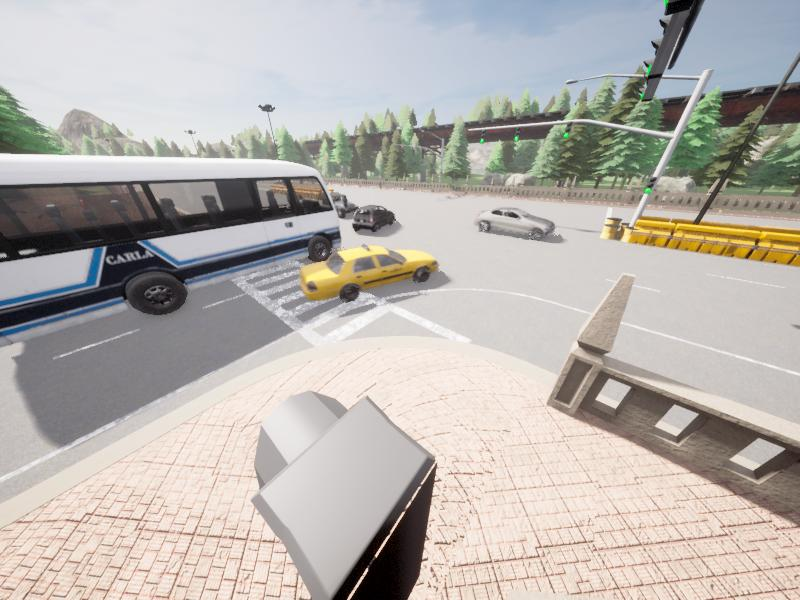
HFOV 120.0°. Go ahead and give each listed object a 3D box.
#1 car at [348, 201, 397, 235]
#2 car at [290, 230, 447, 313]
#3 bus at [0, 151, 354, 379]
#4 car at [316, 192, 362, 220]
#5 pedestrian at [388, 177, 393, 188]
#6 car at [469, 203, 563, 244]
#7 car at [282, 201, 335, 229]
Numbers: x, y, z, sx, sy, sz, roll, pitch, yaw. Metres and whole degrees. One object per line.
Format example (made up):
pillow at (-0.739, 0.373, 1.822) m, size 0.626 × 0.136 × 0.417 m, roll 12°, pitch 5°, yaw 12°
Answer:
car at (-1.849, -6.175, 17.095) m, size 1.851 × 1.617 × 3.988 m, roll 12°, pitch 32°, yaw 20°
car at (-0.971, -1.329, 8.726) m, size 5.366 × 1.575 × 1.801 m, roll -16°, pitch 34°, yaw -26°
bus at (-7.101, -2.746, 8.511) m, size 3.944 × 4.253 × 10.273 m, roll 21°, pitch 36°, yaw 32°
car at (-5.629, -8.751, 21.272) m, size 3.866 × 1.878 × 1.905 m, roll 23°, pitch 37°, yaw 34°
pedestrian at (-1.962, -24.687, 48.551) m, size 0.751 × 1.860 × 0.751 m, roll 24°, pitch 38°, yaw 35°
car at (7.600, -5.323, 15.603) m, size 5.027 × 1.651 × 2.152 m, roll 23°, pitch 37°, yaw 34°
car at (-7.474, -7.017, 18.791) m, size 4.181 × 1.385 × 1.994 m, roll 24°, pitch 37°, yaw 35°
